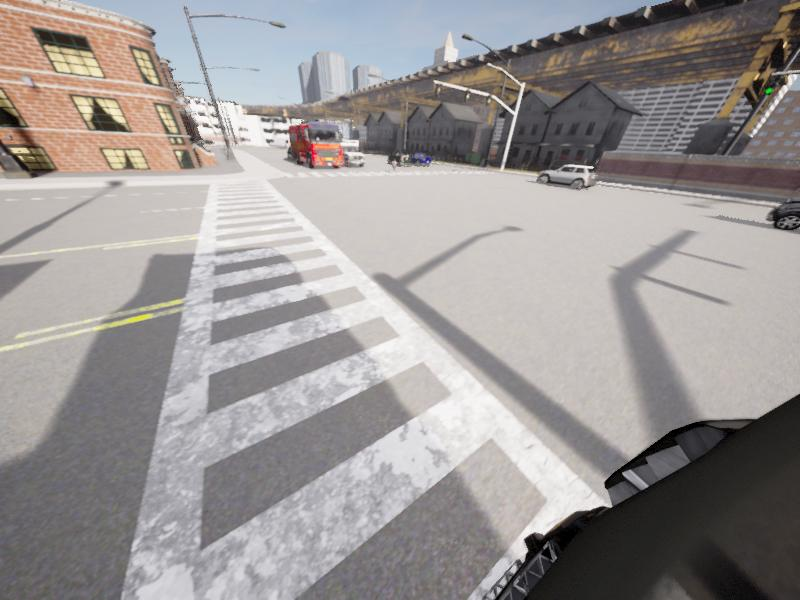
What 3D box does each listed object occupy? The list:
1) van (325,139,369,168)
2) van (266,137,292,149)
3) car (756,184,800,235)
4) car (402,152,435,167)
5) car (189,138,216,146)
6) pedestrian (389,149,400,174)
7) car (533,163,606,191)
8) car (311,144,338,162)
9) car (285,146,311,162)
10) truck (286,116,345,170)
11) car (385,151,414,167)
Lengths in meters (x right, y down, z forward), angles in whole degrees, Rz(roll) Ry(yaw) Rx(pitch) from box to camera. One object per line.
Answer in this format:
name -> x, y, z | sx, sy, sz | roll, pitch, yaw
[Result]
van -> -5.988, -16.347, 25.707 | 2.351, 2.431, 6.366 | -17, 39, -27
van -> -33.718, -43.780, 64.481 | 5.915, 2.561, 1.988 | 11, 35, 12
car -> 16.370, -2.974, 8.182 | 1.789, 1.549, 3.705 | -18, 39, -28
car -> 2.401, -19.111, 31.351 | 1.812, 1.442, 4.674 | -18, 39, -28
car -> -52.978, -42.435, 62.051 | 4.902, 1.511, 2.128 | -7, 35, -14
pedestrian -> -0.475, -12.328, 20.581 | 0.751, 1.860, 0.751 | 11, 35, 12
car -> 12.959, -9.611, 17.917 | 1.970, 1.475, 3.806 | -18, 39, -28
car -> -10.273, -19.914, 31.209 | 1.932, 1.855, 4.605 | -18, 39, -28
car -> -13.052, -18.650, 29.458 | 1.837, 1.490, 4.892 | -18, 39, -28
truck -> -8.652, -15.694, 23.274 | 2.891, 3.827, 8.468 | -18, 39, -28
car -> -0.129, -17.837, 29.161 | 1.789, 1.549, 3.705 | -18, 39, -28
